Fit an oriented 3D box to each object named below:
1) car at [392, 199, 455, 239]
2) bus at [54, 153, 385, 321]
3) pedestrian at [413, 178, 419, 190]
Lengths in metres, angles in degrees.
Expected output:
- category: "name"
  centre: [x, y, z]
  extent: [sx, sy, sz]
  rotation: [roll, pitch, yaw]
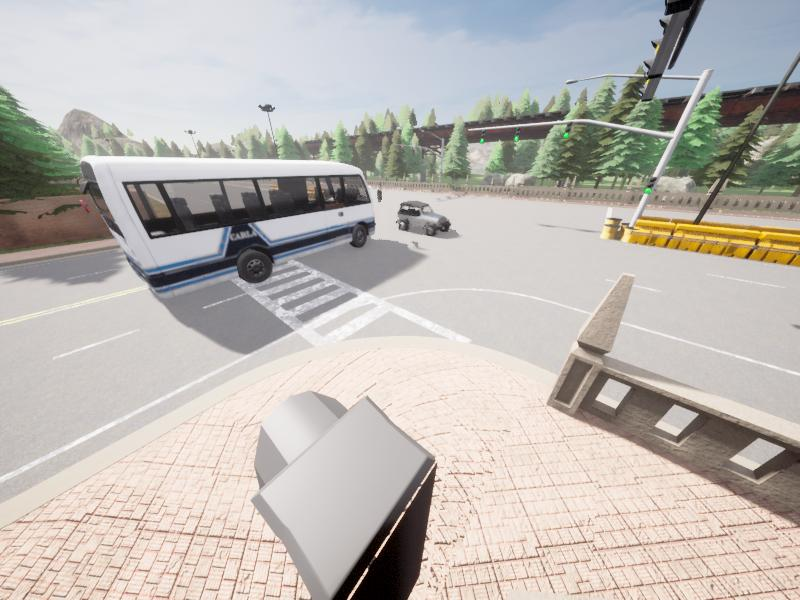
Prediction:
- category: "car"
  centre: [1.527, -5.718, 16.016]
  extent: [3.866, 1.878, 1.905]
  rotation: [23, 37, 34]
- category: "bus"
  centre: [-5.537, -3.867, 10.453]
  extent: [3.944, 4.253, 10.273]
  rotation: [20, 35, 30]
- category: "pedestrian"
  centre: [3.106, -22.420, 44.625]
  extent: [0.751, 1.860, 0.751]
  rotation: [24, 38, 35]
